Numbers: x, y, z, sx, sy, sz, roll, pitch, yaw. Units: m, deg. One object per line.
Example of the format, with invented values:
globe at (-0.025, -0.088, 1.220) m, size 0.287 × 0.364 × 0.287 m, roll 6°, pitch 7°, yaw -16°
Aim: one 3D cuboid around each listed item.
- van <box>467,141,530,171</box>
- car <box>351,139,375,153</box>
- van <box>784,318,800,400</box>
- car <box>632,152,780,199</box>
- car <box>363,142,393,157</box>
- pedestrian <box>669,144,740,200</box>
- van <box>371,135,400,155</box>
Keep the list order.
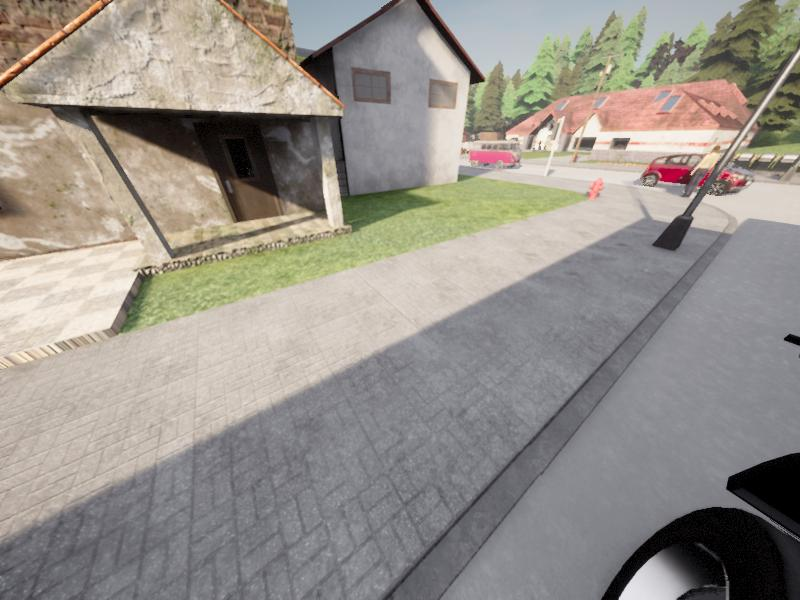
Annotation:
van at (8.190, -12.425, 19.767) m, size 1.775 × 1.987 × 4.442 m, roll -22°, pitch 40°, yaw -27°
car at (-7.008, -29.229, 43.663) m, size 2.150 × 2.045 × 5.566 m, roll -22°, pitch 40°, yaw -27°
van at (7.161, -0.487, 2.379) m, size 5.915 × 2.561 × 1.988 m, roll -20°, pitch 40°, yaw -26°
car at (14.446, -6.218, 11.286) m, size 1.789 × 1.549 × 3.705 m, roll -14°, pitch 37°, yaw -18°
car at (-3.205, -21.831, 33.464) m, size 2.242 × 1.667 × 4.611 m, roll -22°, pitch 40°, yaw -27°
pedestrian at (12.084, -5.125, 9.265) m, size 0.751 × 1.860 × 0.751 m, roll 14°, pitch 38°, yaw 19°
van at (-2.444, -25.623, 38.088) m, size 1.988 × 2.561 × 5.915 m, roll -22°, pitch 41°, yaw -27°
